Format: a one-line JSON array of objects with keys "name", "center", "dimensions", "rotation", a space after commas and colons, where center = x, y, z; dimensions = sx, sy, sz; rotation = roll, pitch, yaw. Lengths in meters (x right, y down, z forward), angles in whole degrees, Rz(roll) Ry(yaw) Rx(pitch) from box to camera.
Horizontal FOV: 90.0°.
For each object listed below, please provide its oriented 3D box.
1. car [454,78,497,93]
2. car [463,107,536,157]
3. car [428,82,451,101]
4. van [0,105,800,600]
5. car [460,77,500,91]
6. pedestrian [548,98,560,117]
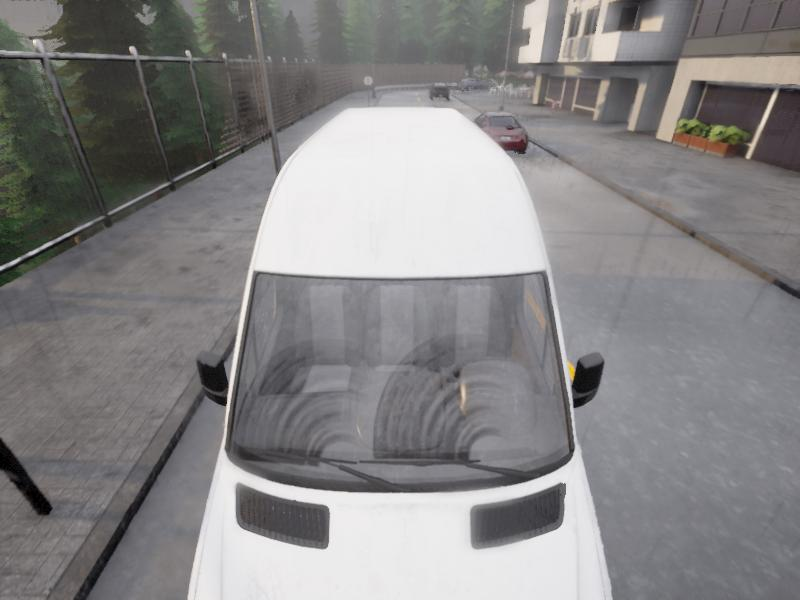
[{"name": "car", "center": [9.961, -28.285, 52.658], "dimensions": [5.027, 1.651, 2.152], "rotation": [-12, 32, -19]}, {"name": "car", "center": [4.000, -7.164, 16.859], "dimensions": [1.994, 1.385, 4.181], "rotation": [0, 30, 0]}, {"name": "car", "center": [4.000, -21.568, 41.317], "dimensions": [1.837, 1.490, 4.892], "rotation": [0, 30, 0]}, {"name": "van", "center": [-0.001, -0.149, 3.729], "dimensions": [1.988, 2.561, 5.915], "rotation": [0, 30, 0]}, {"name": "car", "center": [11.174, -30.360, 56.199], "dimensions": [5.027, 1.651, 2.152], "rotation": [-3, 30, -6]}, {"name": "pedestrian", "center": [10.082, -12.626, 26.225], "dimensions": [0.500, 1.100, 0.500], "rotation": [8, 31, 13]}]
